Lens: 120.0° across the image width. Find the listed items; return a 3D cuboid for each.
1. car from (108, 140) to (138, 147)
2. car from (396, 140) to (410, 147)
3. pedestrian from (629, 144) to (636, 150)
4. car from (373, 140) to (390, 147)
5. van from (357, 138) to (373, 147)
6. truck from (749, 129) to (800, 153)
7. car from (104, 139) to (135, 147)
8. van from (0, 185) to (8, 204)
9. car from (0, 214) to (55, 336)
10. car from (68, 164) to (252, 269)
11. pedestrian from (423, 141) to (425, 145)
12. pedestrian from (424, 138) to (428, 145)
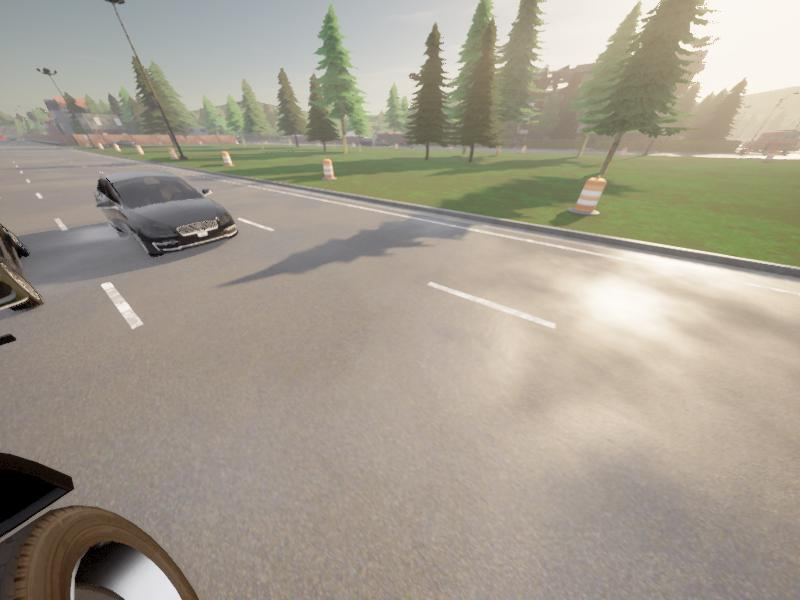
[{"bbox_3d":[-72.186,-40.869,60.256,2.007,1.525,4.514,12,37,17],"label":"car"},{"bbox_3d":[0.842,-47.736,70.385,3.705,1.549,1.789,22,41,28],"label":"car"},{"bbox_3d":[50.441,-33.168,50.108,0.500,1.100,0.500,-18,39,-24],"label":"pedestrian"},{"bbox_3d":[-5.684,-47.917,70.629,4.611,1.667,2.242,22,41,28],"label":"car"},{"bbox_3d":[-10.066,-44.964,66.012,4.442,1.987,1.775,22,41,28],"label":"van"},{"bbox_3d":[77.723,-32.719,47.588,2.891,3.827,8.468,22,40,28],"label":"truck"},{"bbox_3d":[-75.171,-42.106,61.923,2.242,1.667,4.611,13,37,18],"label":"car"},{"bbox_3d":[-18.297,-5.070,9.278,4.442,1.987,1.775,22,41,28],"label":"van"},{"bbox_3d":[-7.931,-0.725,3.491,5.027,1.651,2.152,22,41,28],"label":"car"},{"bbox_3d":[-6.426,-2.521,6.159,4.892,1.490,1.837,23,41,27],"label":"car"},{"bbox_3d":[7.858,-51.561,75.964,0.500,1.100,0.500,14,37,19],"label":"pedestrian"},{"bbox_3d":[8.538,-51.941,75.849,0.751,1.860,0.751,22,41,28],"label":"pedestrian"}]
